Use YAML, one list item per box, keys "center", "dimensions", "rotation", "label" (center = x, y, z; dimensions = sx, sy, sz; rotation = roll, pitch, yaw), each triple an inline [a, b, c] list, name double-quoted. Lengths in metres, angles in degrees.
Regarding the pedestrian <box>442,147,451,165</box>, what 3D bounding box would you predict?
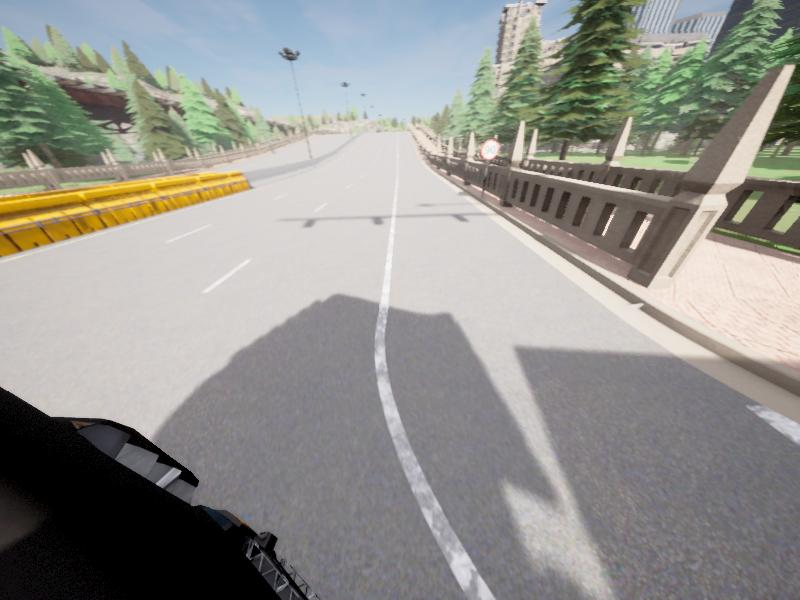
- center: [5.722, -17.809, 28.563]
  dimensions: [0.751, 1.860, 0.751]
  rotation: [-2, 33, 1]
  label: "pedestrian"
